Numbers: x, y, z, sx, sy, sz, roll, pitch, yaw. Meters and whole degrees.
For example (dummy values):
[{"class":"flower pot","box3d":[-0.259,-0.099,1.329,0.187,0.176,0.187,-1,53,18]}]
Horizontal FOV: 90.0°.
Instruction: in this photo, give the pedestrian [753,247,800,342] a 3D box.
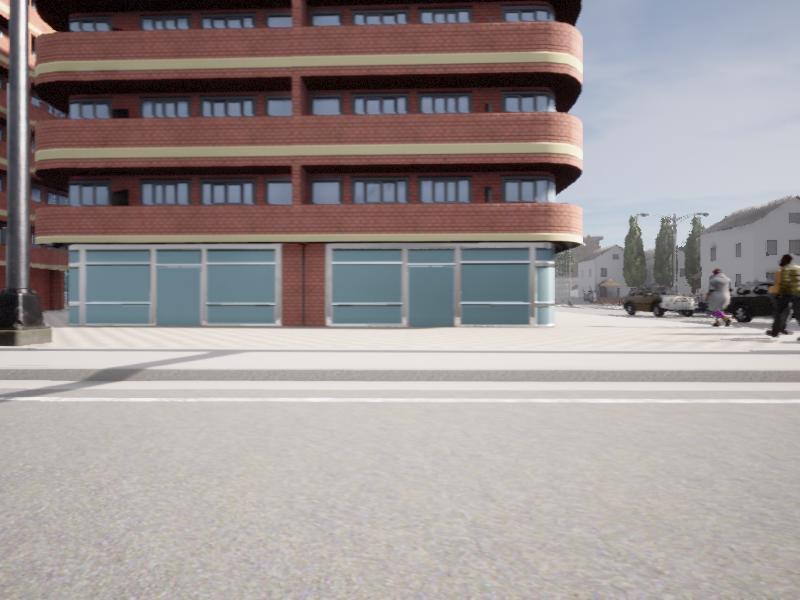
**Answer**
[{"class":"pedestrian","box3d":[7.975,-0.111,8.234,0.751,1.860,0.751,0,0,1]}]

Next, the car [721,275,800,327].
[{"class":"car","box3d":[15.263,0.064,15.534,1.932,1.855,4.605,0,-1,2]}]

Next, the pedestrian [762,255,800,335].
[{"class":"pedestrian","box3d":[9.340,-0.110,9.738,0.751,1.860,0.751,0,0,-44]}]

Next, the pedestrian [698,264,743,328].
[{"class":"pedestrian","box3d":[9.695,-0.110,12.106,0.751,1.860,0.751,0,0,-8]}]

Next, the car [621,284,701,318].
[{"class":"car","box3d":[15.479,0.061,24.124,1.932,1.855,4.605,0,0,2]}]

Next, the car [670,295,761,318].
[{"class":"car","box3d":[18.992,0.354,24.400,1.895,1.301,4.718,0,0,1]}]
